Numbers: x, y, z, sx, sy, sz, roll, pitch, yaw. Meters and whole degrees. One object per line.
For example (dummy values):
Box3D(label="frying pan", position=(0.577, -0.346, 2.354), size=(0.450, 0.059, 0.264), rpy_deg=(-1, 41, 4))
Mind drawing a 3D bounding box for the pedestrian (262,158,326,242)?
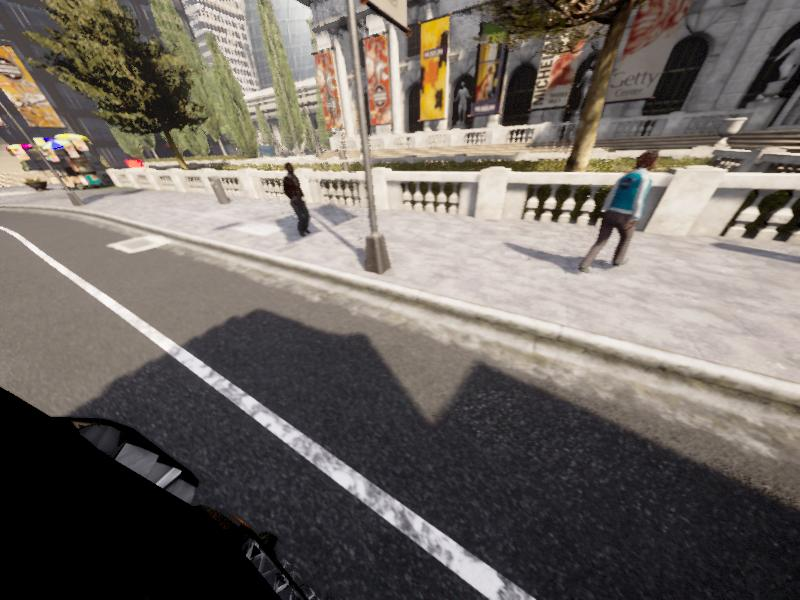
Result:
Box3D(label="pedestrian", position=(-2.680, -2.587, 6.027), size=(0.751, 1.860, 0.751), rpy_deg=(15, 37, 24))

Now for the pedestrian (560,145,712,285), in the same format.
Box3D(label="pedestrian", position=(3.442, -1.282, 3.609), size=(0.751, 1.860, 0.751), rpy_deg=(-9, 34, -9))
